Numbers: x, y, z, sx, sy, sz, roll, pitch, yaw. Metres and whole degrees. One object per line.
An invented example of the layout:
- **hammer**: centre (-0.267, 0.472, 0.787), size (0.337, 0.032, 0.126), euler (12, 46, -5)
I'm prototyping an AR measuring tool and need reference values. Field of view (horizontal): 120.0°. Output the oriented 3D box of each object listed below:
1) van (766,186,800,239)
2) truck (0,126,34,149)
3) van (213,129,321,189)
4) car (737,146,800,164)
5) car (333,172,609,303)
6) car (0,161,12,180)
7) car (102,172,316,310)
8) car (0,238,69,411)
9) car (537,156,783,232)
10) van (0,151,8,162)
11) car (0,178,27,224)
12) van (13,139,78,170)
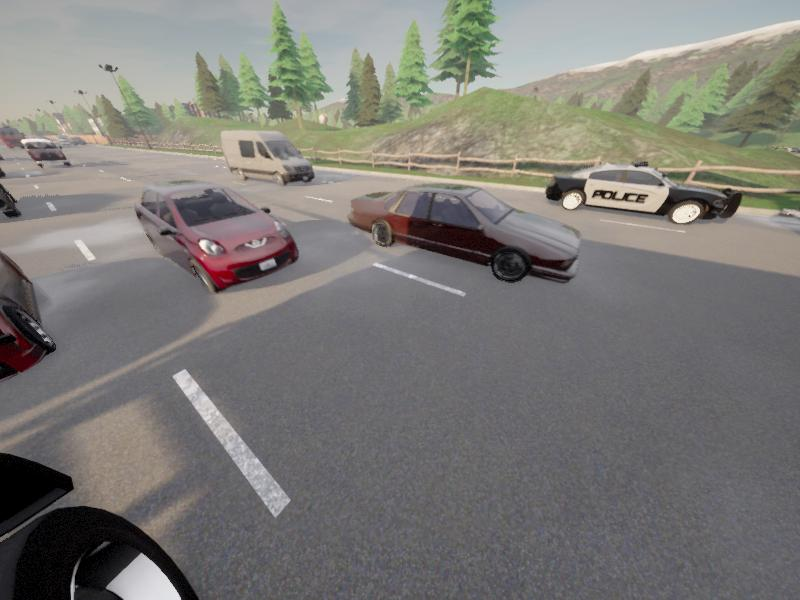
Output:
- **van**: centre (14.103, -1.951, 4.690), size (6.366, 2.431, 2.351), euler (22, 41, 28)
- **truck**: centre (-80.547, -33.764, 48.020), size (8.468, 3.827, 2.891), euler (22, 41, 28)
- **van**: centre (-7.692, -8.281, 13.438), size (5.915, 2.561, 1.988), euler (19, 39, 25)
- **car**: centre (43.369, -16.963, 26.958), size (1.851, 1.617, 3.988), euler (-3, 35, -5)
- **car**: centre (1.155, -1.887, 5.405), size (5.357, 1.411, 2.033), euler (22, 41, 28)
- **car**: centre (-27.341, -8.629, 14.710), size (4.792, 1.488, 2.163), euler (22, 41, 28)
- **car**: centre (-3.788, -1.501, 4.697), size (3.633, 1.501, 1.845), euler (23, 41, 28)
- **car**: centre (-6.058, 0.120, 2.553), size (4.181, 1.385, 1.994), euler (22, 40, 28)
- **car**: centre (8.244, -4.021, 8.274), size (5.238, 1.638, 1.930), euler (22, 41, 28)
- **van**: centre (-44.525, -16.028, 24.284), size (6.366, 2.431, 2.351), euler (22, 41, 28)
- **car**: centre (-15.003, -3.655, 7.601), size (5.027, 1.651, 2.152), euler (22, 41, 28)
- **van**: centre (-30.330, -12.536, 19.756), size (4.480, 2.038, 2.069), euler (22, 41, 28)
